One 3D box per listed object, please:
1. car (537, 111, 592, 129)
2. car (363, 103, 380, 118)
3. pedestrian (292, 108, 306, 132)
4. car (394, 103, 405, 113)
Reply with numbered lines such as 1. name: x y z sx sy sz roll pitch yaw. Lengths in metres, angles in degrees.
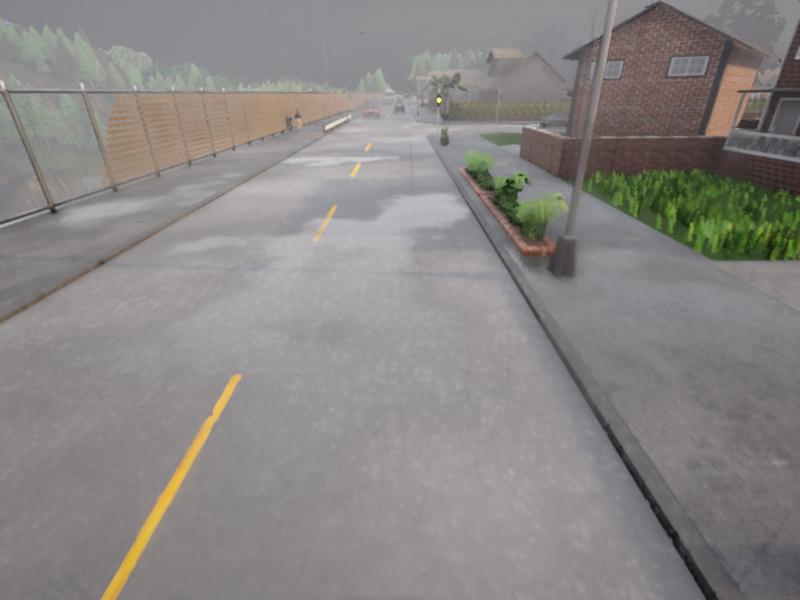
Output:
1. car: 15.412 -16.973 37.737 4.181 1.385 1.994 0 27 0
2. car: -4.014 -27.033 57.102 2.097 1.767 4.553 0 27 1
3. pedestrian: -8.693 -15.485 34.452 0.751 1.860 0.751 0 27 1
4. car: -0.052 -33.919 70.659 1.882 1.535 5.008 0 27 0
